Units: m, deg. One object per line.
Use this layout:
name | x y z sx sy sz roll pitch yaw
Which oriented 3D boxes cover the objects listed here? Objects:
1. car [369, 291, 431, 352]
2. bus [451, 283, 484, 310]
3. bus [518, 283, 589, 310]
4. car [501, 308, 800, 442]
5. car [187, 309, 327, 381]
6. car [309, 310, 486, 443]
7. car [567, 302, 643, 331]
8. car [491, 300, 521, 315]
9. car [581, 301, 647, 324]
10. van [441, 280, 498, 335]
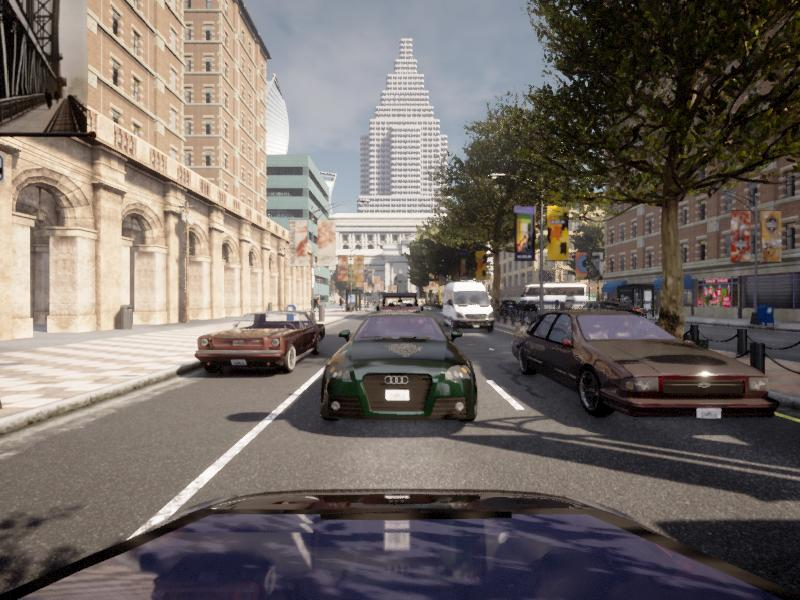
car | 0.003 0.646 14.151 1.905 1.878 3.866 0 0 0
bus | 11.399 -0.533 68.872 3.944 4.253 10.273 0 0 0
bus | 25.062 -0.537 65.870 10.273 4.253 3.944 0 0 8
car | 3.501 0.895 7.189 2.033 1.411 5.357 0 0 0
car | -3.246 0.939 10.223 1.895 1.301 4.718 0 0 0
car | 0.010 0.908 6.581 1.994 1.385 4.181 0 0 1
car | 11.508 0.845 22.920 1.837 1.490 4.892 0 0 0
car | 11.514 0.778 43.904 2.033 1.649 4.856 0 0 0
car | 15.009 0.826 28.488 2.038 1.542 4.974 0 0 0
van | 3.505 0.321 21.372 1.988 2.561 5.915 0 0 0
